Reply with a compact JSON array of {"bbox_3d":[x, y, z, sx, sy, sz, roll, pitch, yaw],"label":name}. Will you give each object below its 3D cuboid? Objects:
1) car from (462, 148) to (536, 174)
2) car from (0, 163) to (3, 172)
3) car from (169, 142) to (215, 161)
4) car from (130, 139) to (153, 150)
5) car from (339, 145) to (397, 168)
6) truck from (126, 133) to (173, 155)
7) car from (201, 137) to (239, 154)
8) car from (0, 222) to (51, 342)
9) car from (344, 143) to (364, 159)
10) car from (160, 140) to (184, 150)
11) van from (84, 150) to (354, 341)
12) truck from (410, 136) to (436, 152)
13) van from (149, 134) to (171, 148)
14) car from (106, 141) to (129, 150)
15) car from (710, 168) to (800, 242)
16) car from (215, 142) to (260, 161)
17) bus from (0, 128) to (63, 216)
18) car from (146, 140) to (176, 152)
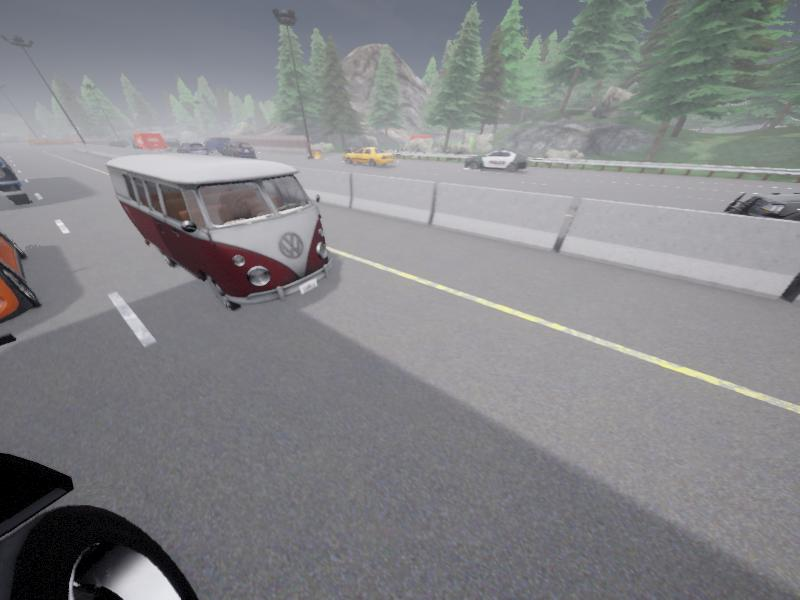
[{"bbox_3d":[7.943,-11.473,18.904,4.974,1.542,2.038,22,40,28],"label":"car"},{"bbox_3d":[-31.840,-10.417,16.899,4.611,1.667,2.242,23,41,29],"label":"car"},{"bbox_3d":[-23.549,-16.900,26.202,4.856,1.649,2.033,22,41,28],"label":"car"},{"bbox_3d":[-51.286,-30.844,45.763,4.611,1.667,2.242,30,45,35],"label":"car"},{"bbox_3d":[-3.014,-13.479,21.602,5.366,1.575,1.801,22,41,28],"label":"car"},{"bbox_3d":[-35.337,-22.025,32.604,5.204,2.467,2.627,22,40,28],"label":"truck"},{"bbox_3d":[-27.545,-23.605,35.295,5.566,2.045,2.150,22,40,28],"label":"car"},{"bbox_3d":[-7.488,-0.630,3.166,4.553,1.767,2.097,22,41,28],"label":"car"},{"bbox_3d":[-5.949,-19.660,30.357,1.789,1.549,3.705,-1,35,3],"label":"car"},{"bbox_3d":[-44.410,-30.216,44.971,4.892,1.490,1.837,23,41,29],"label":"car"},{"bbox_3d":[-3.179,-1.415,4.158,4.442,1.987,1.775,22,41,28],"label":"van"},{"bbox_3d":[4.454,-29.721,43.908,2.627,2.467,5.204,21,40,27],"label":"truck"},{"bbox_3d":[-52.268,-34.683,50.413,2.351,2.431,6.366,-26,43,-32],"label":"van"},{"bbox_3d":[-52.211,-28.574,42.664,4.181,1.385,1.994,27,43,33],"label":"car"},{"bbox_3d":[12.447,-2.253,5.889,4.974,1.542,2.038,22,41,28],"label":"car"},{"bbox_3d":[-19.132,-17.585,27.183,4.611,1.667,2.242,22,41,27],"label":"car"},{"bbox_3d":[-18.287,-6.107,8.683,10.273,4.253,3.944,23,41,27],"label":"bus"},{"bbox_3d":[-40.885,-26.354,39.471,5.366,1.575,1.801,22,41,28],"label":"car"}]
